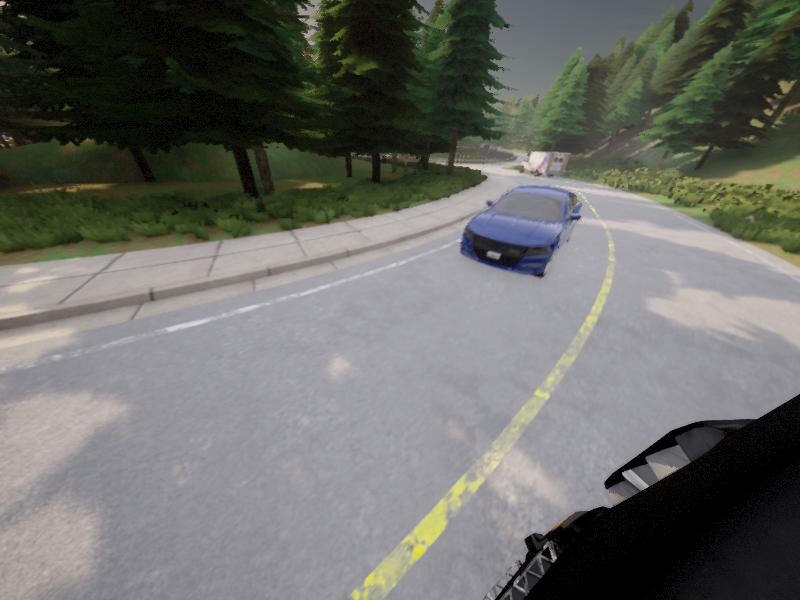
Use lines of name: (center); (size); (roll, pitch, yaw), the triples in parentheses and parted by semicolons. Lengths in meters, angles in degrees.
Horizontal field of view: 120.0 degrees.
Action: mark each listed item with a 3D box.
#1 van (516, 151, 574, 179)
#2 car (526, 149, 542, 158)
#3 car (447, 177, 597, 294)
van: (16.960, -16.315, 27.702); (2.351, 2.431, 6.366); (0, 34, -5)
car: (35.060, -38.376, 60.500); (1.994, 1.385, 4.181); (3, 38, 0)
car: (3.433, -2.116, 6.034); (1.882, 1.535, 5.008); (26, 40, 31)
